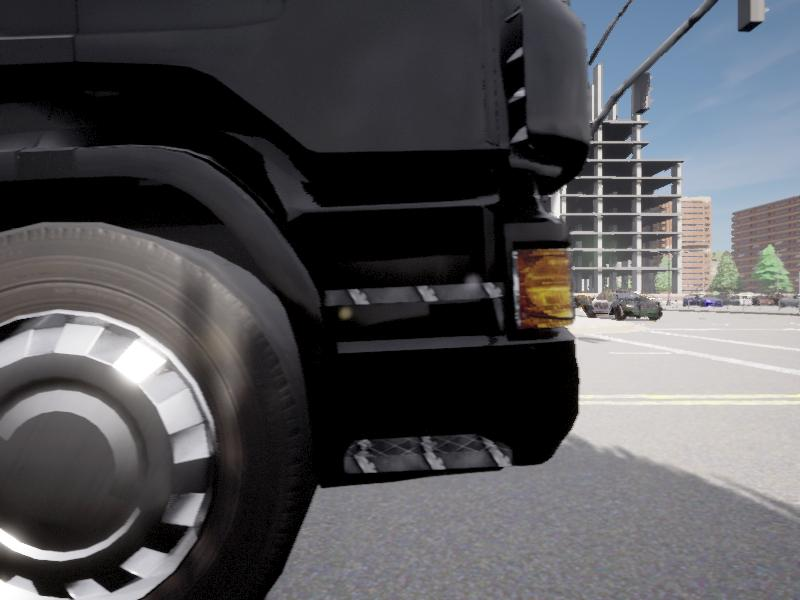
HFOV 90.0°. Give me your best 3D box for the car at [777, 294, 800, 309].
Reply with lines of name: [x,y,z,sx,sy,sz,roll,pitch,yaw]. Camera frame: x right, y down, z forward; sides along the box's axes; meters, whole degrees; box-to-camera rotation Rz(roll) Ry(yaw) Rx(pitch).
car: [41.717,0.151,41.281,1.970,1.475,3.806,0,0,0]

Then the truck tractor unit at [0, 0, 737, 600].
truck tractor unit: [-2.695,-1.117,2.197,6.516,4.208,3.053,0,0,0]

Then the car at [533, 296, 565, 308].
car: [18.442,0.256,49.623,2.163,1.488,4.792,0,0,0]

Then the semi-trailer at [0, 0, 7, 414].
semi-trailer: [-10.607,-1.221,2.150,14.254,4.402,2.717,0,0,0]

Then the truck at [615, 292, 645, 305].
truck: [35.986,-0.188,62.739,2.069,2.038,4.478,0,0,0]

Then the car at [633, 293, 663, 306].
car: [38.881,-0.092,62.821,1.932,1.855,4.605,0,0,0]

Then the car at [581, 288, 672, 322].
car: [11.643,0.229,21.068,2.038,1.542,4.974,0,0,0]

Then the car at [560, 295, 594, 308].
car: [21.942,0.229,49.837,1.882,1.535,5.008,0,0,-1]

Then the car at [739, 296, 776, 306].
car: [50.319,0.122,56.418,1.784,1.438,3.905,0,0,0]

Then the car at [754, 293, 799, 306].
car: [53.002,-0.088,56.479,1.932,1.855,4.605,0,0,0]

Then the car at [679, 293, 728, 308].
car: [36.065,0.077,47.694,2.242,1.667,4.611,0,0,0]
